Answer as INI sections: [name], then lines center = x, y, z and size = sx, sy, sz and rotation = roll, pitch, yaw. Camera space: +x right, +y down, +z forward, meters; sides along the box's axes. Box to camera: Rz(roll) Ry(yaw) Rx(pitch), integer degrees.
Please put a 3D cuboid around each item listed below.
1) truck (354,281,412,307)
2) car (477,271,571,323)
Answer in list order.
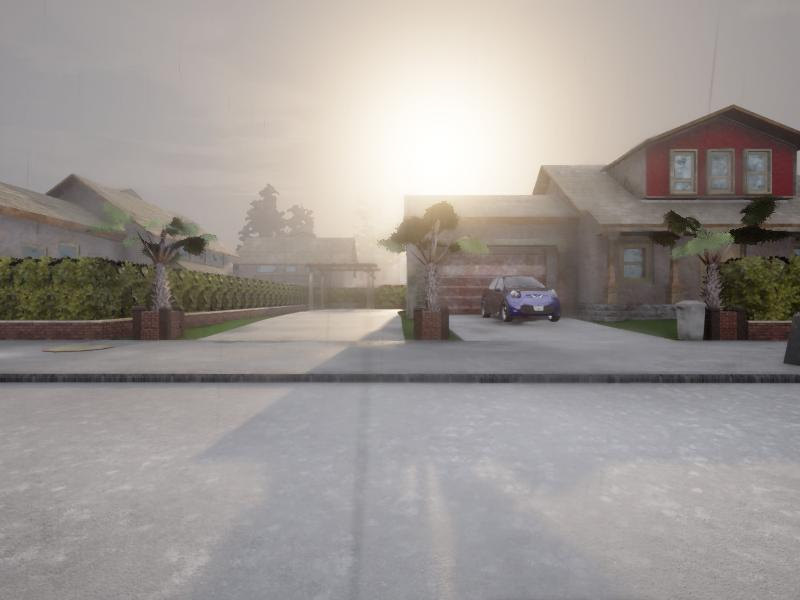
[truck]
center = -2.477, -0.921, 60.272
size = 8.468, 3.827, 2.891
rotation = 0, 0, 0
[car]
center = 3.891, -0.082, 13.247
size = 1.845, 1.501, 3.633
rotation = 0, 0, -3
